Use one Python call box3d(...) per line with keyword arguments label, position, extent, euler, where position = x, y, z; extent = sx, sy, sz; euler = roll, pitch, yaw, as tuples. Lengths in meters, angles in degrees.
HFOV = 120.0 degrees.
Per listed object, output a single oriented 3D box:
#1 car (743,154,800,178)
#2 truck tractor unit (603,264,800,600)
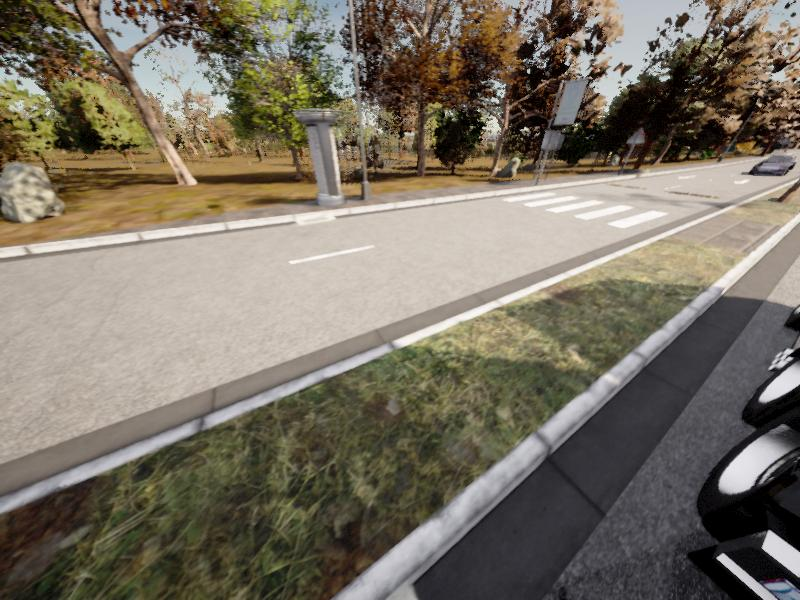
box3d(label="car", position=(34.127, -12.250, 21.013), extent=(4.856, 1.649, 2.033), euler=(-18, 39, -25))
box3d(label="truck tractor unit", position=(5.129, -0.274, 0.822), extent=(6.516, 4.208, 3.053), euler=(-17, 38, -25))
